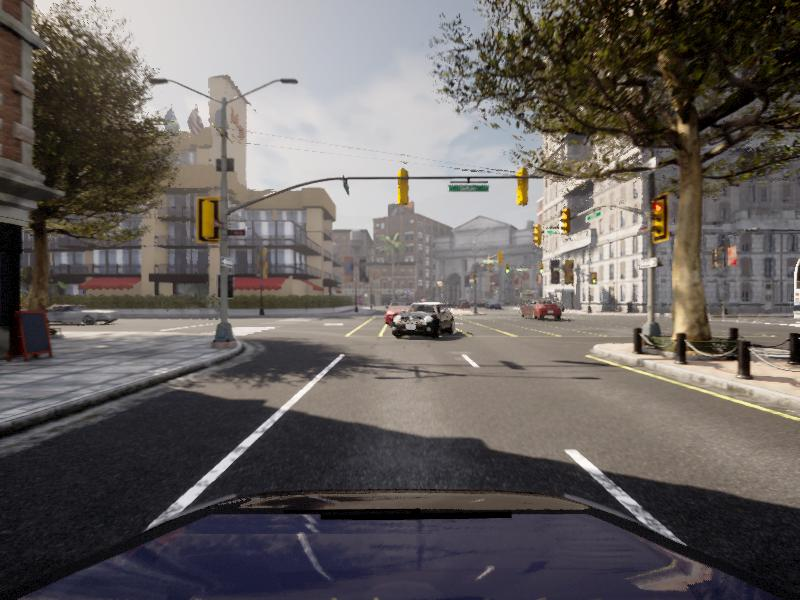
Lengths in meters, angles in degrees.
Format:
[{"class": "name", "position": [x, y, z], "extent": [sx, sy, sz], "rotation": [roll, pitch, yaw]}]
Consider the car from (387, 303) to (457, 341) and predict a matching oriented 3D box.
[{"class": "car", "position": [1.096, 0.859, 17.618], "extent": [1.970, 1.475, 3.806], "rotation": [0, 0, 21]}]

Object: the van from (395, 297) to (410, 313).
[{"class": "van", "position": [0.299, 0.616, 50.561], "extent": [1.775, 1.987, 4.442], "rotation": [0, 0, 0]}]

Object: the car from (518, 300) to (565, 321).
[{"class": "car", "position": [11.707, 0.792, 33.546], "extent": [2.152, 1.651, 5.027], "rotation": [0, 0, 0]}]

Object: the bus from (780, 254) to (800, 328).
[{"class": "bus", "position": [28.229, -0.524, 22.678], "extent": [10.273, 4.253, 3.944], "rotation": [0, -1, -7]}]

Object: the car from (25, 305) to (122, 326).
[{"class": "car", "position": [-20.954, 0.953, 25.835], "extent": [4.718, 1.301, 1.895], "rotation": [0, 0, 0]}]

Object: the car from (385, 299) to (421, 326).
[{"class": "car", "position": [0.174, 0.766, 26.960], "extent": [2.242, 1.667, 4.611], "rotation": [0, 0, 0]}]
